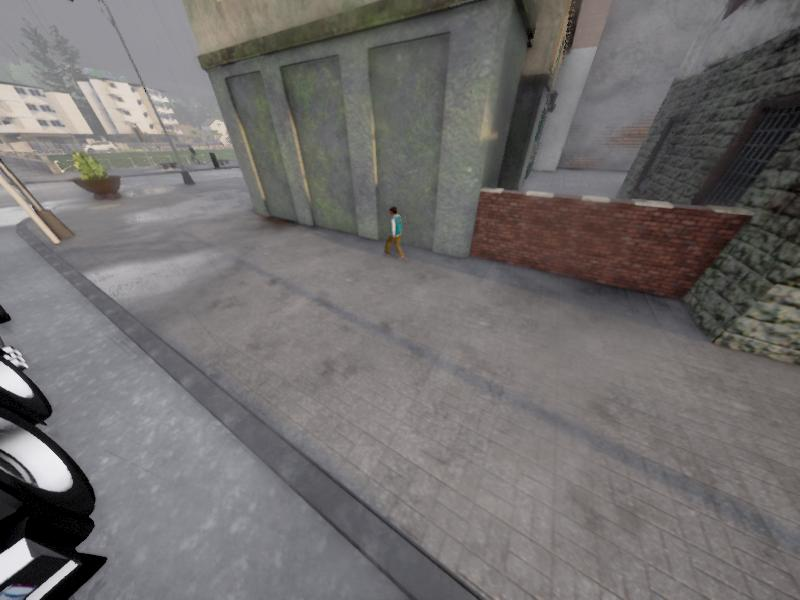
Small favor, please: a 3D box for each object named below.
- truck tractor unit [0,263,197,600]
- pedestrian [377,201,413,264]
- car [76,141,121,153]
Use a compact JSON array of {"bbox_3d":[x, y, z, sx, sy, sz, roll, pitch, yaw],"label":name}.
[{"bbox_3d":[-5.115,-0.294,0.792,6.516,4.208,3.053,18,39,24],"label":"truck tractor unit"},{"bbox_3d":[-0.095,-1.409,4.826,0.500,1.100,0.500,24,42,31],"label":"pedestrian"},{"bbox_3d":[-68.649,-34.937,52.739,2.150,2.045,5.566,18,39,24],"label":"car"}]
